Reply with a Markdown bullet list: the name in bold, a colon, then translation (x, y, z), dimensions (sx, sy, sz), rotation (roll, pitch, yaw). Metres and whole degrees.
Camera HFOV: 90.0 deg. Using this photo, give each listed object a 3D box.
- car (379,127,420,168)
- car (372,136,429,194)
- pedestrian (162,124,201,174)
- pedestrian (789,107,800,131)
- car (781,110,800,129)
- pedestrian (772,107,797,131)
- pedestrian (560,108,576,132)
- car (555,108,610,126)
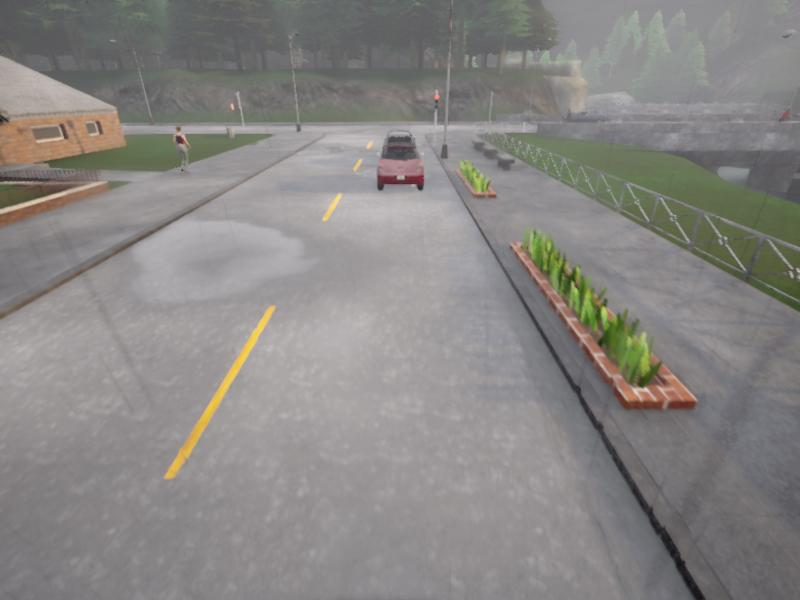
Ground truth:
- **car**: translation (-0.014, -7.795, 20.206), dimensions (1.816, 1.474, 4.193), rotation (0, 27, 0)
- **car**: translation (0.017, -5.147, 14.985), dimensions (1.845, 1.501, 3.633), rotation (0, 27, 0)
- **pedestrian**: translation (-8.978, -6.230, 16.511), dimensions (0.751, 1.860, 0.751), rotation (1, 27, 2)
- **pedestrian**: translation (34.601, -15.589, 34.466), dimensions (0.751, 1.860, 0.751), rotation (-4, 27, -7)
- **car**: translation (41.141, -17.749, 39.270), dimensions (4.974, 1.542, 2.038), rotation (0, 27, 0)
- **pedestrian**: translation (33.630, -15.855, 34.990), dimensions (0.751, 1.860, 0.751), rotation (1, 27, 1)
- **pedestrian**: translation (14.437, -15.499, 34.400), dimensions (0.751, 1.860, 0.751), rotation (0, 27, 0)
- **car**: translation (19.467, -19.586, 42.838), dimensions (4.611, 1.667, 2.242), rotation (0, 27, 0)
